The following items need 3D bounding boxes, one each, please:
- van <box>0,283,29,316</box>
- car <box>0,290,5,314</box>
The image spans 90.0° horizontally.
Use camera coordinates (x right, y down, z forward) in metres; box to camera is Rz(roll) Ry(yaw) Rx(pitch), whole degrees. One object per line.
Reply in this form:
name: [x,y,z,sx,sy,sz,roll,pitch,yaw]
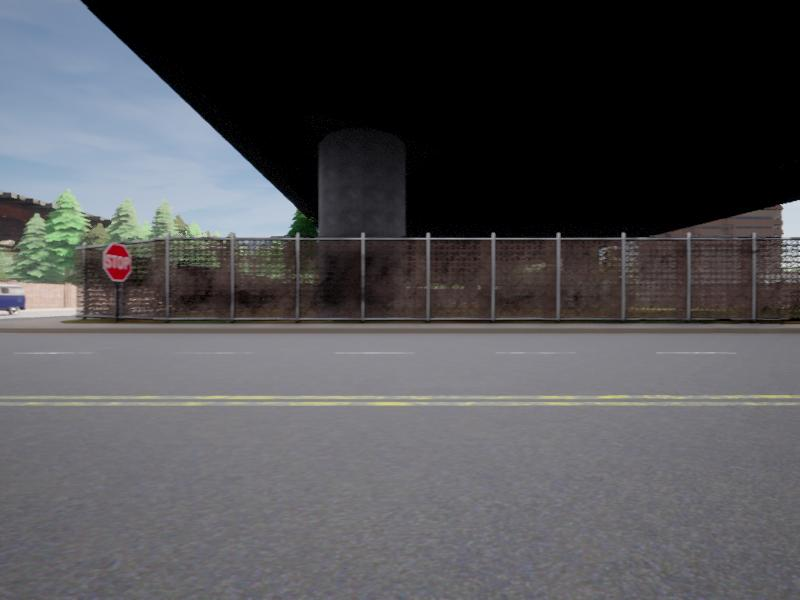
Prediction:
van: [-25.078,-0.011,23.834,1.775,1.987,4.442,0,0,0]
car: [-28.567,0.160,25.315,1.930,1.638,5.238,0,0,1]
